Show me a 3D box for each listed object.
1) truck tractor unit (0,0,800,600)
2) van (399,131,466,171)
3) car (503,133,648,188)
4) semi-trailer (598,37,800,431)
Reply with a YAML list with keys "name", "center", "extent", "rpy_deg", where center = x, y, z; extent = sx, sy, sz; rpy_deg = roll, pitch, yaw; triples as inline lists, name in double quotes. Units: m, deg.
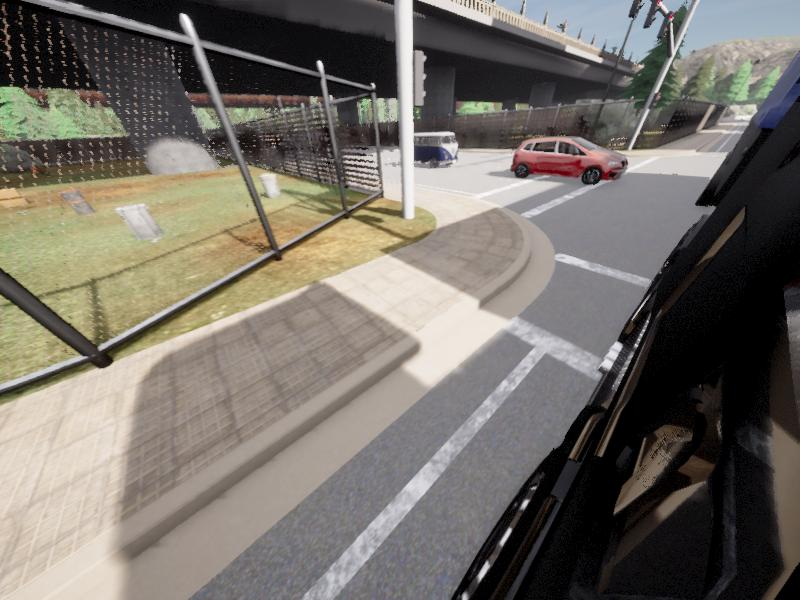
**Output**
- name: "truck tractor unit"
  center: [2.645, -0.295, 0.351]
  extent: [6.516, 4.208, 3.053]
  rpy_deg: [-28, 44, -30]
- name: "van"
  center: [2.070, -10.466, 16.114]
  extent: [1.775, 1.987, 4.442]
  rpy_deg: [-28, 44, -30]
- name: "car"
  center: [7.697, -6.574, 10.711]
  extent: [2.242, 1.667, 4.611]
  rpy_deg: [-28, 43, -30]
- name: "semi-trailer"
  center: [8.688, -3.596, 4.259]
  extent: [14.254, 4.402, 2.717]
  rpy_deg: [-28, 43, -30]
